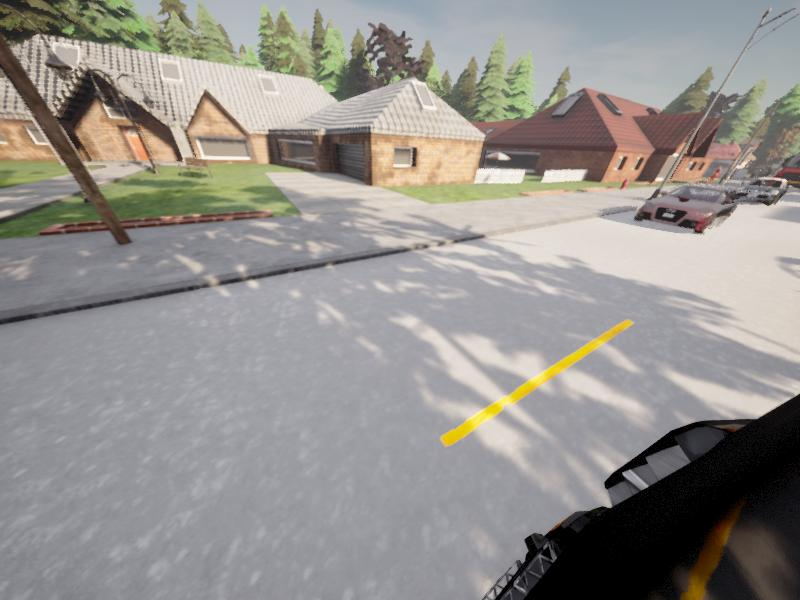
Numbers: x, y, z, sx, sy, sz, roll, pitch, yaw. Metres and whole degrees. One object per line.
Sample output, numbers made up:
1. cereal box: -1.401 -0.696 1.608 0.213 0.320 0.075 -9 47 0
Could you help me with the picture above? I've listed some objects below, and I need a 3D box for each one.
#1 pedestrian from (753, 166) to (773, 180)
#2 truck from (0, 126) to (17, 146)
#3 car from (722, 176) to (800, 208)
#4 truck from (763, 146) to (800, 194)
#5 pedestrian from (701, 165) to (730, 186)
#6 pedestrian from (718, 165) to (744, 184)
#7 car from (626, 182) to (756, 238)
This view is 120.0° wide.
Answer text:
1. pedestrian: 56.749 -19.822 36.136 0.751 1.860 0.751 -14 37 -23
2. truck: -53.217 -20.716 29.074 2.390 2.098 6.274 -16 38 -26
3. car: 23.896 -7.236 15.304 3.806 1.475 1.970 -16 38 -26
4. truck: 42.346 -13.391 23.838 8.468 3.827 2.891 -16 38 -26
5. pedestrian: 32.107 -12.693 23.547 0.751 1.860 0.751 -9 35 -17
6. pedestrian: 39.086 -14.852 27.321 0.751 1.860 0.751 17 36 21
7. car: 11.440 -3.686 9.118 4.181 1.385 1.994 -16 38 -26
